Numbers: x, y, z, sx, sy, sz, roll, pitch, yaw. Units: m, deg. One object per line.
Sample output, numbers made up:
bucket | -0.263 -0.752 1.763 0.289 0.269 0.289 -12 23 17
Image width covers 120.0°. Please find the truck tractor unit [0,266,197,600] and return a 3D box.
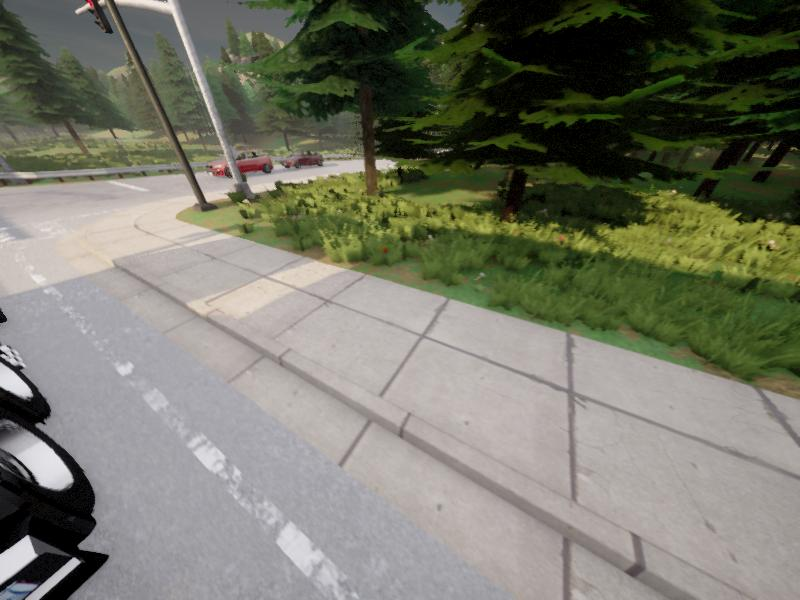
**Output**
truck tractor unit | -5.113 -0.299 0.774 6.516 4.208 3.053 18 39 24

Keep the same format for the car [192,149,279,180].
car | -12.235 -10.446 17.588 2.242 1.667 4.611 17 39 23
